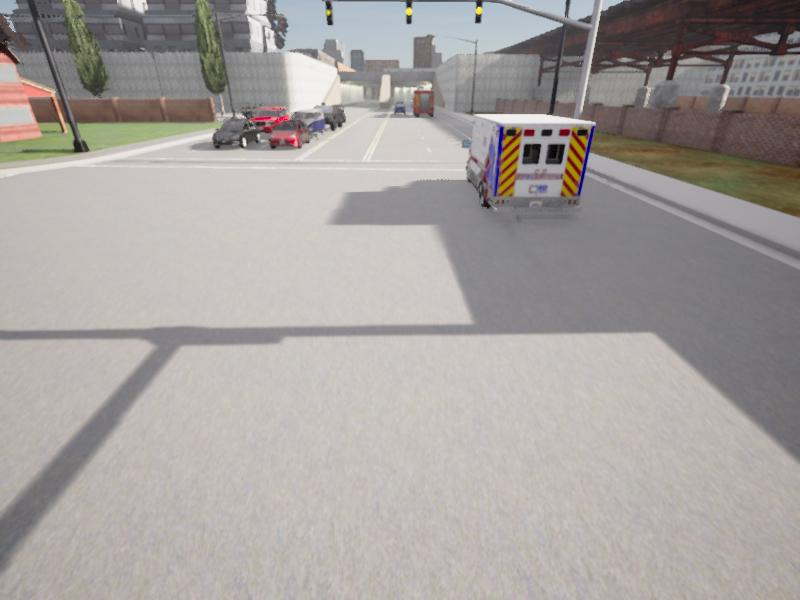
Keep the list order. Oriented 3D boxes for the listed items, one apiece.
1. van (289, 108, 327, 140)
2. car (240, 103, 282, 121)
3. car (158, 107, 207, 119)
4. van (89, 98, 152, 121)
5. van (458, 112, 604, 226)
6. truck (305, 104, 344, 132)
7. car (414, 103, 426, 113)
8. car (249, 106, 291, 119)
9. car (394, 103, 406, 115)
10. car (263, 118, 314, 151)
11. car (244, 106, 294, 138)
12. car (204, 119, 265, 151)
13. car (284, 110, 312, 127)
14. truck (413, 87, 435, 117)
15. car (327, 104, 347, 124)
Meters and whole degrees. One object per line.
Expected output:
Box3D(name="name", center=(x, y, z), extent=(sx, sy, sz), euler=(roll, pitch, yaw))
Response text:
Box3D(name="van", center=(-6.997, -13.677, 30.952), extent=(1.775, 1.987, 4.442), euler=(0, 27, 0))
Box3D(name="car", center=(-17.686, -24.015, 51.064), extent=(4.605, 1.855, 1.932), euler=(1, 27, -3))
Box3D(name="car", center=(-29.372, -25.345, 54.210), extent=(5.357, 1.411, 2.033), euler=(0, 27, 0))
Box3D(name="van", center=(-35.370, -24.216, 50.785), extent=(5.915, 2.561, 1.988), euler=(0, 27, -1))
Box3D(name="van", center=(3.505, -4.438, 12.575), extent=(2.351, 2.431, 6.366), euler=(0, 27, 0))
Box3D(name="truck", center=(-6.907, -17.114, 37.478), extent=(2.390, 2.098, 6.274), euler=(0, 27, 1))
Box3D(name="car", center=(3.500, -33.444, 69.772), extent=(1.812, 1.442, 4.674), euler=(0, 27, 0))
Box3D(name="car", center=(-17.523, -25.446, 54.258), extent=(4.902, 1.511, 2.128), euler=(0, 27, 0))
Box3D(name="car", center=(0.000, -31.477, 65.872), extent=(1.882, 1.535, 5.008), euler=(0, 27, 0))
Box3D(name="car", center=(-6.996, -10.673, 25.637), extent=(2.007, 1.525, 4.514), euler=(0, 27, 0))
Box3D(name="car", center=(-10.455, -14.512, 32.506), extent=(2.150, 2.045, 5.566), euler=(0, 27, 0))
Box3D(name="car", center=(-10.498, -10.761, 25.848), extent=(1.837, 1.490, 4.892), euler=(0, 27, 0))
Box3D(name="car", center=(-10.580, -18.943, 41.701), extent=(1.970, 1.475, 3.806), euler=(-1, 27, -1))
Box3D(name="truck", center=(3.503, -30.025, 60.565), extent=(2.891, 3.827, 8.468), euler=(0, 27, 0))
Box3D(name="car", center=(-7.161, -21.320, 45.842), extent=(1.905, 1.878, 3.866), euler=(-1, 27, -3))
